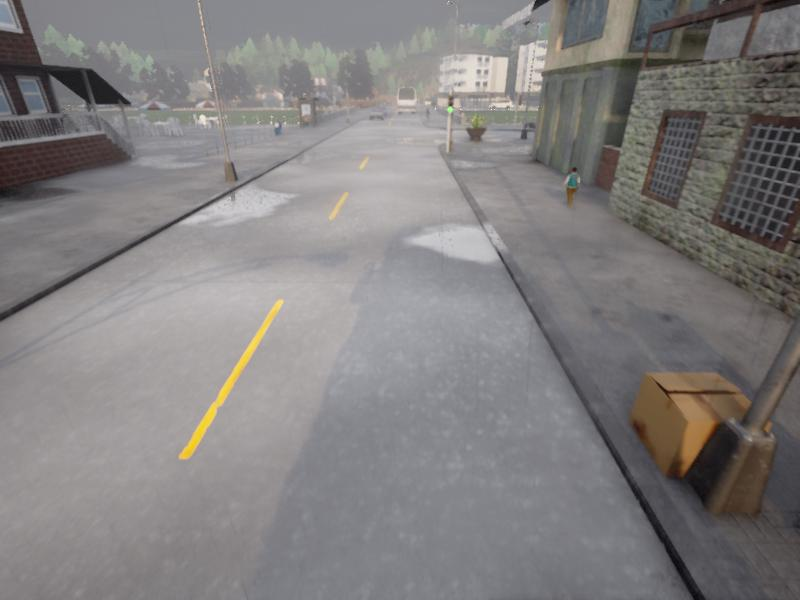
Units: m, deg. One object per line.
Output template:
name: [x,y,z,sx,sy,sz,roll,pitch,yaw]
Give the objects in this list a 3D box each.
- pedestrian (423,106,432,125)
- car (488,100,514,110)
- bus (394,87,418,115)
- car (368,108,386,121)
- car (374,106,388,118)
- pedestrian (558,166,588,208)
pedestrian: [3.029,-20.344,44.008,0.751,1.860,0.751,-10,29,-19]
car: [23.659,-45.897,93.970,5.566,2.045,2.150,0,27,1]
bus: [1.087,-36.070,72.359,3.944,4.253,10.273,0,27,1]
car: [-3.103,-25.159,54.212,2.033,1.411,5.357,0,27,1]
car: [-2.964,-29.667,62.941,2.007,1.525,4.514,0,27,1]
pedestrian: [4.961,-3.251,11.510,0.500,1.100,0.500,3,27,5]
